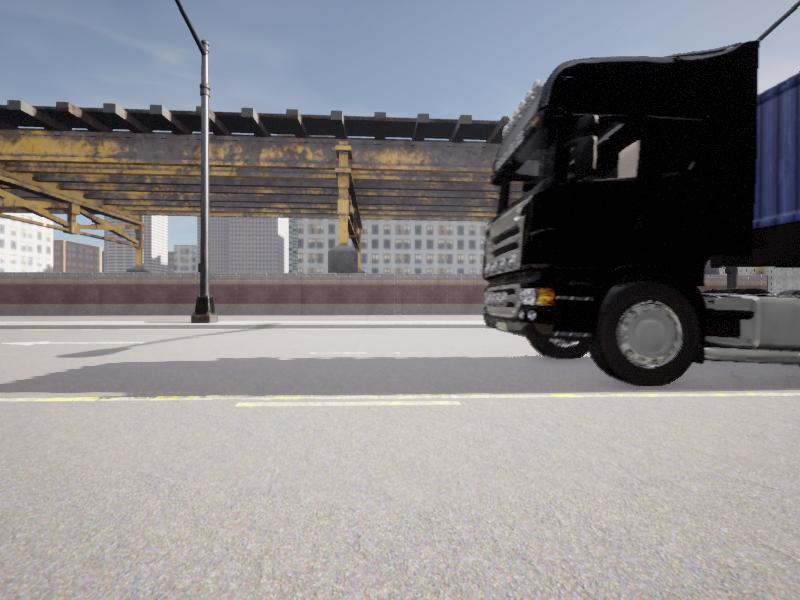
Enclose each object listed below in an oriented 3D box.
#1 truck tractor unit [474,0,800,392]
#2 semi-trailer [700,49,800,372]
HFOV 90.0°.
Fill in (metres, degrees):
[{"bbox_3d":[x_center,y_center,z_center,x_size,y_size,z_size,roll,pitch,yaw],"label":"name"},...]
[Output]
[{"bbox_3d":[4.645,-1.122,5.808,6.516,4.208,3.053,0,0,-2],"label":"truck tractor unit"},{"bbox_3d":[12.552,-1.219,6.159,14.254,4.402,2.717,0,0,-3],"label":"semi-trailer"}]
